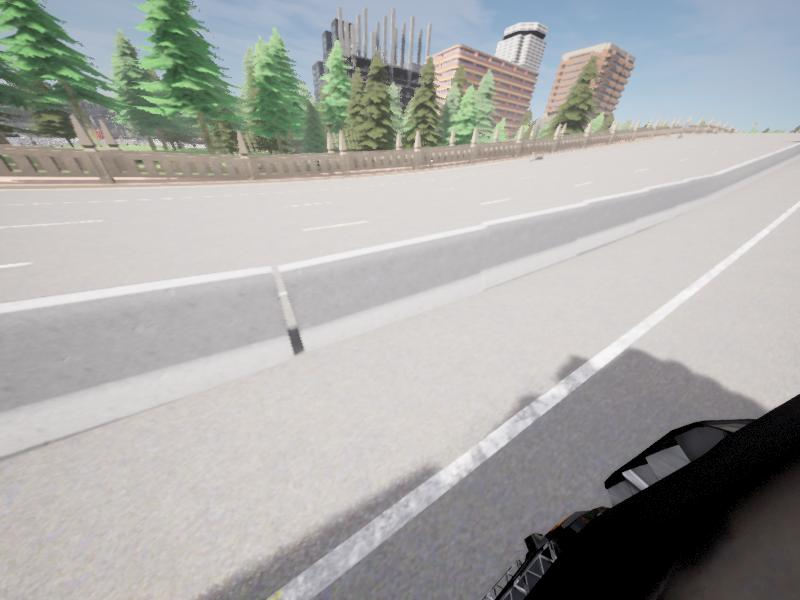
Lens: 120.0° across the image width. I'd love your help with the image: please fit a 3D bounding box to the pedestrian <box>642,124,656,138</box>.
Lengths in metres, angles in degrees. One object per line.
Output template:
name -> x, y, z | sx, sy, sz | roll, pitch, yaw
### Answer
pedestrian -> 41.568, -28.190, 38.551 | 0.751, 1.860, 0.751 | -14, 37, -27
